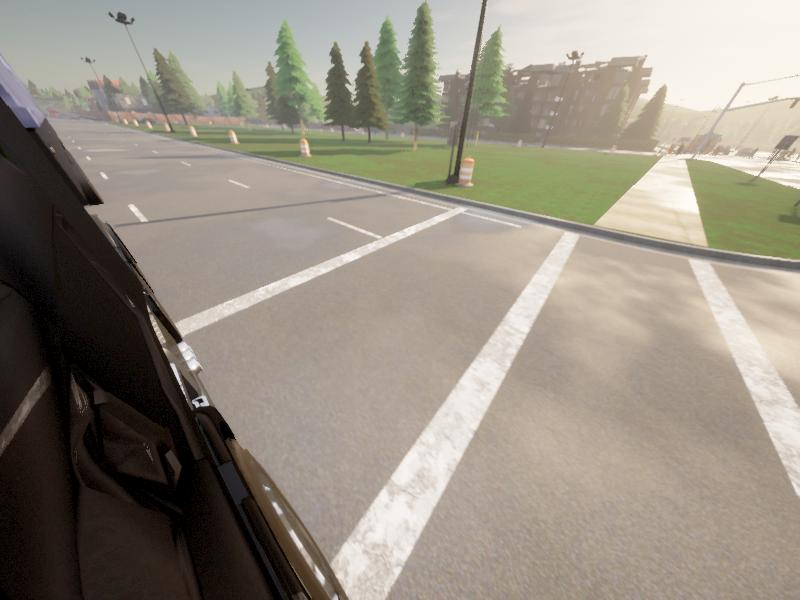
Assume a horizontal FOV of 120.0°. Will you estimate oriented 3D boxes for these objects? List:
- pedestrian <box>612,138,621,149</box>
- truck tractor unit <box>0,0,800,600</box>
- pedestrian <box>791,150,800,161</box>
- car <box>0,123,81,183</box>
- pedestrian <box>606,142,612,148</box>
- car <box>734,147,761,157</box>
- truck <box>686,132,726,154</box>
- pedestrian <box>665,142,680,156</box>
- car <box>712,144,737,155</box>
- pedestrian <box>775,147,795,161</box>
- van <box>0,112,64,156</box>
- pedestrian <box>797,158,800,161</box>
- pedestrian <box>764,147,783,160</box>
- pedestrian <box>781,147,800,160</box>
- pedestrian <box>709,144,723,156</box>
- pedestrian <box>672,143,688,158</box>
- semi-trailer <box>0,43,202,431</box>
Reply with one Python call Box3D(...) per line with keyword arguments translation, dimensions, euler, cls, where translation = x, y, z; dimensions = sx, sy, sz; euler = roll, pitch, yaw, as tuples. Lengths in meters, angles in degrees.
Box3D(translation=(47.779, -34.559, 50.937), dimensions=(0.751, 1.860, 0.751), euler=(30, 45, 32), cls="pedestrian")
Box3D(translation=(-2.645, -0.295, 0.351), dimensions=(6.516, 4.208, 3.053), euler=(28, 44, 30), cls="truck tractor unit")
Box3D(translation=(67.633, -24.606, 38.923), dimensions=(0.751, 1.860, 0.751), euler=(24, 42, 25), cls="pedestrian")
Box3D(translation=(-16.037, -6.392, 9.817), dimensions=(5.027, 1.651, 2.152), euler=(28, 44, 30), cls="car")
Box3D(translation=(47.253, -35.108, 52.269), dimensions=(0.500, 1.100, 0.500), euler=(28, 44, 30), cls="pedestrian")
Box3D(translation=(73.134, -31.231, 48.700), dimensions=(1.837, 1.490, 4.892), euler=(28, 44, 30), cls="car")
Box3D(translation=(67.742, -34.972, 51.413), dimensions=(2.891, 3.827, 8.468), euler=(28, 44, 30), cls="truck")
Box3D(translation=(45.499, -25.258, 38.640), dimensions=(0.751, 1.860, 0.751), euler=(26, 43, 28), cls="pedestrian")
Box3D(translation=(70.179, -32.614, 50.052), dimensions=(1.905, 1.878, 3.866), euler=(28, 44, 30), cls="car")
Box3D(translation=(66.133, -25.081, 39.714), dimensions=(0.751, 1.860, 0.751), euler=(22, 41, 24), cls="pedestrian")
Box3D(translation=(-22.996, -10.271, 14.234), dimensions=(4.442, 1.987, 1.775), euler=(28, 44, 30), cls="van")
Box3D(translation=(68.289, -24.352, 38.625), dimensions=(0.751, 1.860, 0.751), euler=(23, 41, 25), cls="pedestrian")
Box3D(translation=(65.465, -25.687, 40.481), dimensions=(0.751, 1.860, 0.751), euler=(29, 44, 30), cls="pedestrian")
Box3D(translation=(66.813, -25.060, 39.484), dimensions=(0.751, 1.860, 0.751), euler=(27, 43, 28), cls="pedestrian")
Box3D(translation=(60.295, -28.632, 44.080), dimensions=(0.751, 1.860, 0.751), euler=(30, 45, 32), cls="pedestrian")
Box3D(translation=(42.984, -22.978, 35.437), dimensions=(0.751, 1.860, 0.751), euler=(-28, 47, -35), cls="pedestrian")
Box3D(translation=(-8.694, -3.611, 4.227), dimensions=(14.254, 4.402, 2.717), euler=(28, 44, 30), cls="semi-trailer")
